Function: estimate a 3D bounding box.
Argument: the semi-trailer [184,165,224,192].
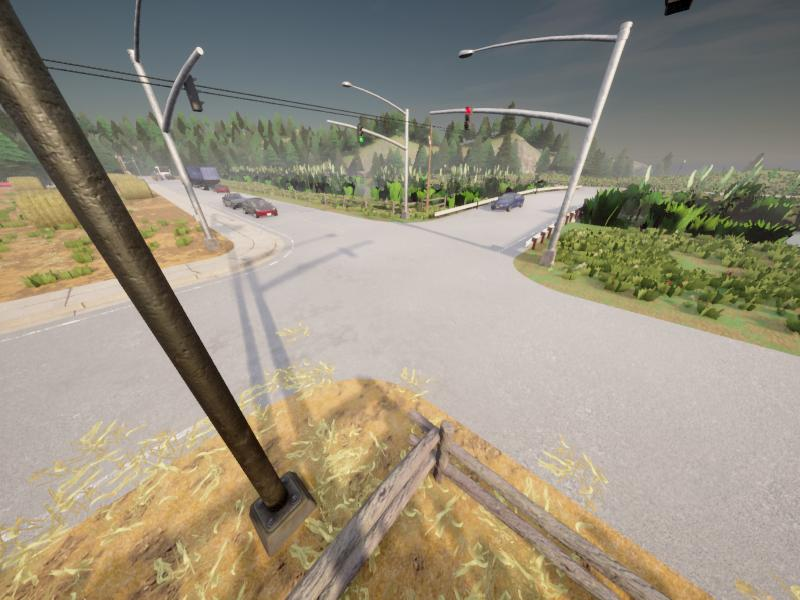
[{"bbox_3d":[-40.963,-25.536,48.120,14.254,4.402,2.717,25,38,36],"label":"semi-trailer"}]

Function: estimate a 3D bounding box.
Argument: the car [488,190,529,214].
[{"bbox_3d":[11.213,-10.164,23.755,4.674,1.442,1.812,-28,40,-35],"label":"car"}]

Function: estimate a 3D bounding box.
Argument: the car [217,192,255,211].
[{"bbox_3d":[-19.213,-11.586,26.983,5.357,1.411,2.033,25,38,36],"label":"car"}]

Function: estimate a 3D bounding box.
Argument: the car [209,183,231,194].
[{"bbox_3d":[-33.209,-20.565,42.560,4.181,1.385,1.994,25,38,36],"label":"car"}]

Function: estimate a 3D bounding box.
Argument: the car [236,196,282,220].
[{"bbox_3d":[-13.844,-9.098,22.586,4.792,1.488,2.163,25,38,36],"label":"car"}]
